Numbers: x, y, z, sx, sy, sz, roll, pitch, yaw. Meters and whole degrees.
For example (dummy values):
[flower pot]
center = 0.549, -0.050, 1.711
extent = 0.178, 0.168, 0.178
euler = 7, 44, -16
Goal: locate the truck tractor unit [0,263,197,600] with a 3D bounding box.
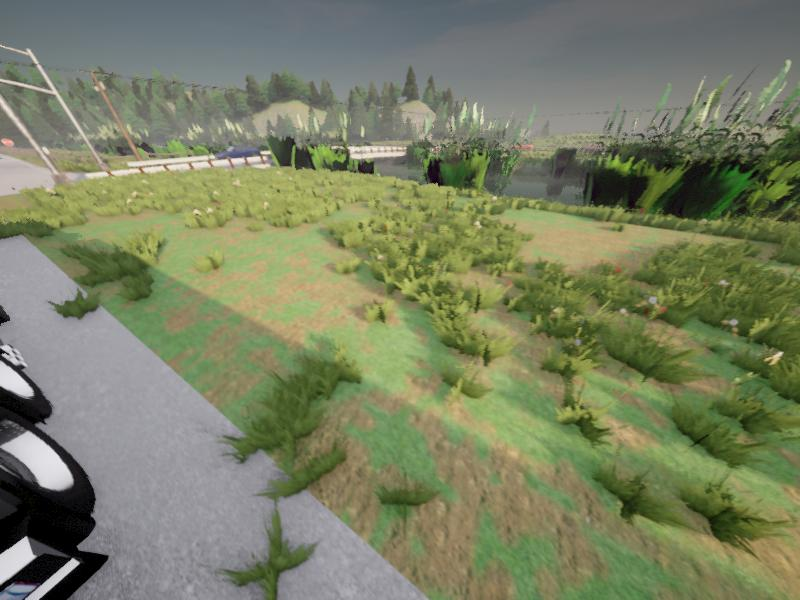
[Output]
[truck tractor unit]
center = -5.112, -0.299, 0.779
extent = 6.516, 4.208, 3.053
euler = 18, 39, 24

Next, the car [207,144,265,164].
[car]
center = -17.840, -16.143, 25.405
extent = 1.812, 1.442, 4.674
euler = 22, 43, 29
